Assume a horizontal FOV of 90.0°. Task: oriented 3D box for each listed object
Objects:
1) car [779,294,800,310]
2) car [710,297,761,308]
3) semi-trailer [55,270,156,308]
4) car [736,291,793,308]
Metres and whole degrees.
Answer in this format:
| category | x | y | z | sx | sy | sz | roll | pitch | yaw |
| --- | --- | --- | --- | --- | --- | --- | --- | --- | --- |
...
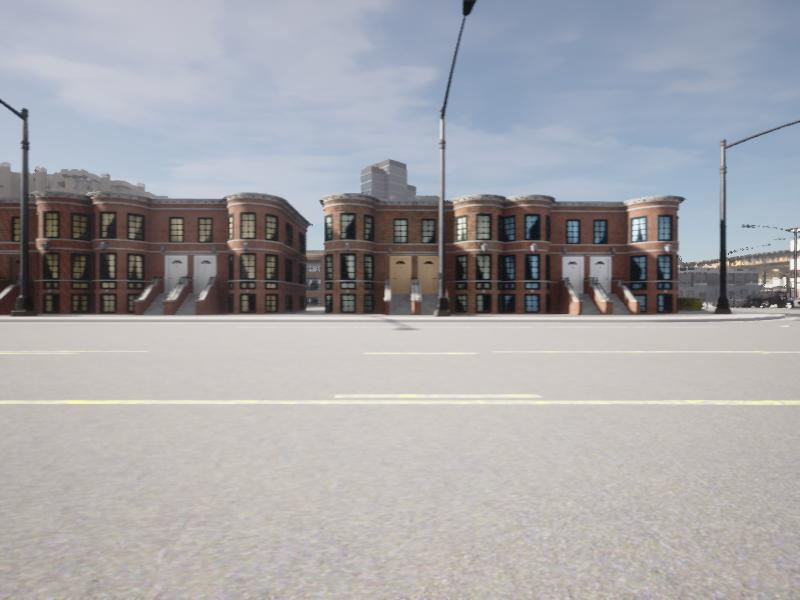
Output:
| category | x | y | z | sx | sy | sz | roll | pitch | yaw |
| --- | --- | --- | --- | --- | --- | --- | --- | --- | --- |
| car | 42.090 | 0.189 | 40.916 | 1.930 | 1.638 | 5.238 | 0 | 0 | 2 |
| car | 42.418 | 0.313 | 50.774 | 2.033 | 1.411 | 5.357 | 0 | 0 | 1 |
| semi-trailer | -38.528 | -1.235 | 53.592 | 2.717 | 4.402 | 14.254 | 0 | 0 | 2 |
| car | 45.913 | -0.011 | 50.600 | 2.150 | 2.045 | 5.566 | 0 | 0 | 1 |
